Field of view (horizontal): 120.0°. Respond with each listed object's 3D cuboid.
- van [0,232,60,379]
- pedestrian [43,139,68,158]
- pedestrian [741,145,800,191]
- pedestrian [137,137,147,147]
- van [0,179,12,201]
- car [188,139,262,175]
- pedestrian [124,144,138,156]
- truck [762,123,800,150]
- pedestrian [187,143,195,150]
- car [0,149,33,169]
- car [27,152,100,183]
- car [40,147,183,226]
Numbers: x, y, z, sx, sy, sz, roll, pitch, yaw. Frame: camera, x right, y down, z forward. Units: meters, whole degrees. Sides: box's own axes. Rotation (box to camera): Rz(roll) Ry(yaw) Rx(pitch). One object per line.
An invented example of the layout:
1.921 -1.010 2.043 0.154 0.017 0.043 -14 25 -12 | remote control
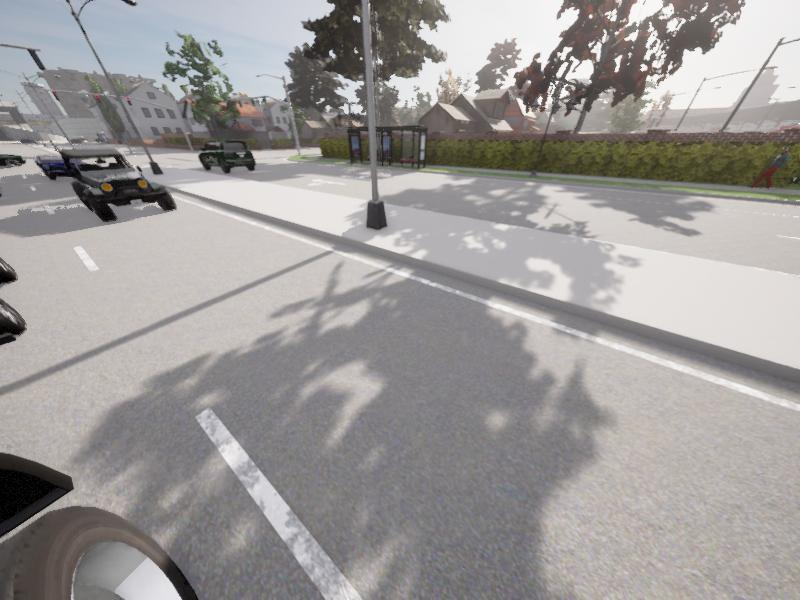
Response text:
-6.706 -0.399 2.660 4.480 2.038 2.069 22 41 28 | van
-41.449 -18.216 27.820 0.751 1.860 0.751 -21 40 -27 | pedestrian
18.110 -6.416 11.232 0.751 1.860 0.751 21 40 26 | pedestrian
-60.859 -37.249 54.437 0.751 1.860 0.751 23 41 28 | pedestrian
-18.944 -5.348 9.604 4.480 2.038 2.069 22 40 28 | van
-13.670 -11.291 18.070 5.566 2.045 2.150 22 41 28 | car
-36.876 -20.559 31.666 0.751 1.300 0.751 25 42 31 | pedestrian
73.054 -30.340 42.786 2.891 3.827 8.468 22 42 28 | truck
-37.481 -27.463 41.372 0.500 1.100 0.500 21 40 26 | pedestrian
-33.895 -11.232 18.493 1.895 1.301 4.718 22 41 28 | car
-21.695 -8.614 14.864 4.718 1.301 1.895 22 41 28 | car
-9.947 -4.105 8.030 3.866 1.878 1.905 22 41 28 | car
